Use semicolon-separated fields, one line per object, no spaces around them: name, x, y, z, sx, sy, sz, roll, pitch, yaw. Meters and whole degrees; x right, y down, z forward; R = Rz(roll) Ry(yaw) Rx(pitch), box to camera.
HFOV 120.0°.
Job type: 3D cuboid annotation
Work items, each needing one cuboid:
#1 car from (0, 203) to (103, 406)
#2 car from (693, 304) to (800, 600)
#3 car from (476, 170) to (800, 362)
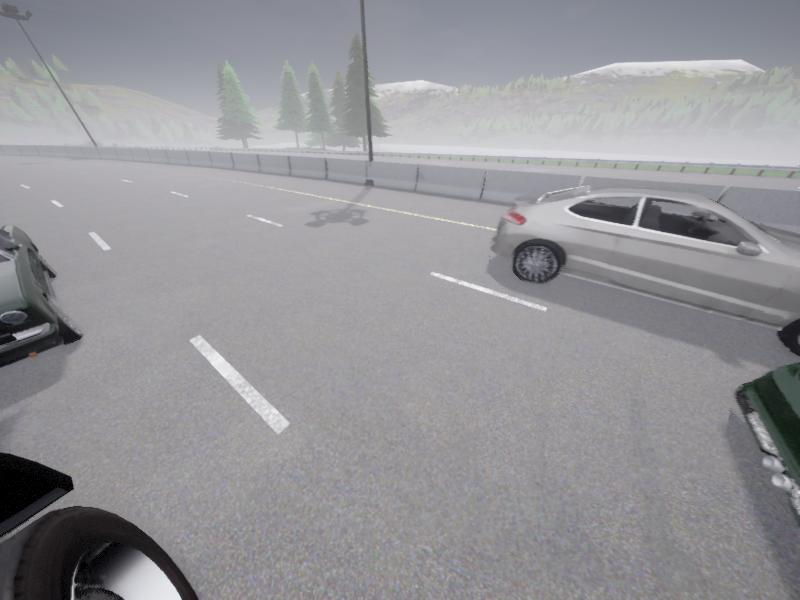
car;-6.145;-0.130;2.941;4.718;1.301;1.895;22;41;28
car;4.458;1.512;0.242;4.553;1.767;2.097;22;41;28
car;4.264;-0.960;3.898;5.027;1.651;2.152;22;41;28
